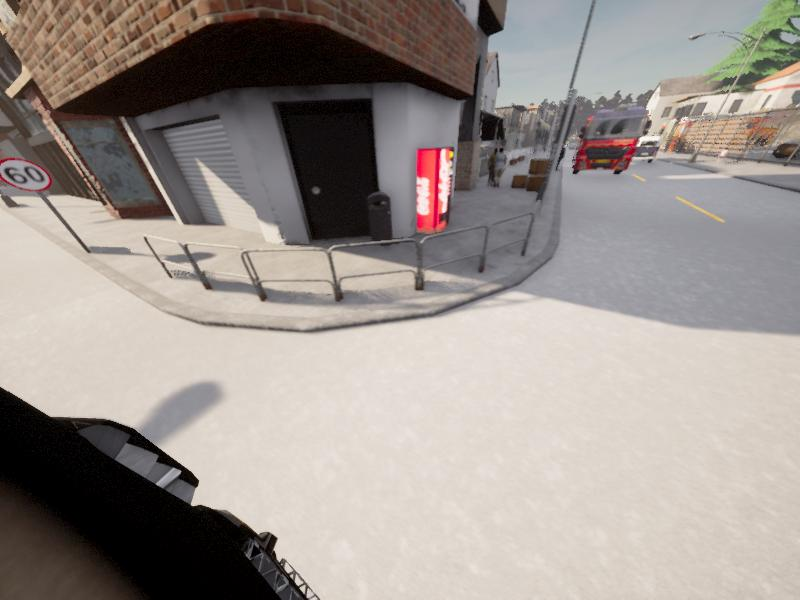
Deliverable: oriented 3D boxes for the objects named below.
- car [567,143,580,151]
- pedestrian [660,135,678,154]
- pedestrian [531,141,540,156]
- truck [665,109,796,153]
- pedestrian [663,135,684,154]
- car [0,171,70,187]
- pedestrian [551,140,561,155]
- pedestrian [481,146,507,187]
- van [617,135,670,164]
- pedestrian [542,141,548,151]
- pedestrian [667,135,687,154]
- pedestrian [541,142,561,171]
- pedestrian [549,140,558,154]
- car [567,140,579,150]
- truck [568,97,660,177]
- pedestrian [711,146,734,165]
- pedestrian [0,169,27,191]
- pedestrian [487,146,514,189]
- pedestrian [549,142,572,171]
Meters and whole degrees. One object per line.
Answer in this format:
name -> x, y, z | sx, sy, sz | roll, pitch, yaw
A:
car -> 40.310, -35.644, 53.711 | 1.837, 1.490, 4.892 | 16, 38, 26
pedestrian -> 32.712, -18.926, 28.108 | 0.751, 1.860, 0.751 | 26, 43, 36
pedestrian -> 21.046, -23.529, 35.950 | 0.751, 1.860, 0.751 | 13, 37, 23
truck -> 41.305, -21.377, 29.600 | 8.468, 3.827, 2.891 | 12, 36, 22
pedestrian -> 32.351, -18.415, 27.365 | 0.751, 1.860, 0.751 | 16, 38, 26
car -> -51.169, -16.989, 32.280 | 2.033, 1.411, 5.357 | 10, 36, 19
pedestrian -> 23.941, -23.493, 35.527 | 0.751, 1.860, 0.751 | 10, 36, 18
pedestrian -> 5.052, -7.209, 12.529 | 0.751, 1.860, 0.751 | -5, 34, -3
van -> 22.588, -14.121, 21.700 | 2.069, 2.038, 4.480 | 16, 38, 26
pedestrian -> 33.142, -35.295, 52.782 | 0.751, 1.860, 0.751 | 16, 38, 26
pedestrian -> 32.877, -18.507, 27.463 | 0.751, 1.860, 0.751 | 16, 38, 26
pedestrian -> 11.747, -11.188, 18.036 | 0.751, 1.860, 0.751 | 7, 35, 14
pedestrian -> 26.378, -26.333, 39.775 | 0.751, 1.860, 0.751 | 13, 37, 22
car -> 44.236, -39.690, 59.180 | 1.932, 1.855, 4.605 | 16, 38, 26
truck -> 14.962, -11.770, 17.121 | 2.891, 3.827, 8.468 | 16, 38, 26
pedestrian -> 23.499, -10.541, 16.845 | 0.500, 1.100, 0.500 | -19, 37, -23
pedestrian -> -39.367, -12.173, 23.450 | 0.751, 1.860, 0.751 | 21, 40, 31
pedestrian -> 5.149, -6.854, 11.986 | 0.751, 1.860, 0.751 | -2, 33, 1
pedestrian -> 12.291, -11.039, 17.769 | 0.751, 1.860, 0.751 | -24, 39, -29
